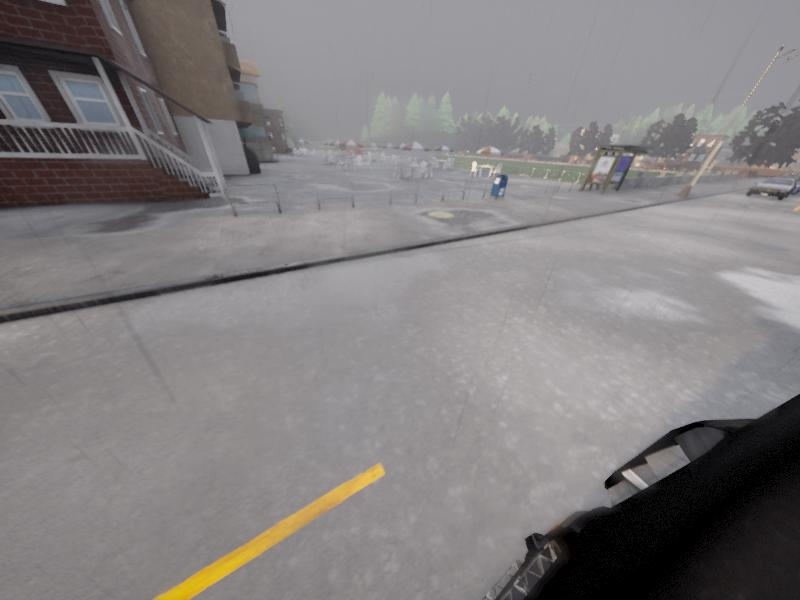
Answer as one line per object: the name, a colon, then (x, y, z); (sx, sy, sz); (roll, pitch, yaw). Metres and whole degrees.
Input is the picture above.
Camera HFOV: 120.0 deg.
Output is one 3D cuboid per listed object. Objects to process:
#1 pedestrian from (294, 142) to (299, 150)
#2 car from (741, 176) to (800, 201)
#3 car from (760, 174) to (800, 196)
pedestrian: (-29.080, -43.222, 65.013); (0.751, 1.860, 0.751); (-27, 44, -37)
car: (30.493, -9.138, 18.801); (5.357, 1.411, 2.033); (-16, 38, -26)
car: (37.258, -11.123, 22.192); (4.514, 1.525, 2.007); (-16, 38, -26)
